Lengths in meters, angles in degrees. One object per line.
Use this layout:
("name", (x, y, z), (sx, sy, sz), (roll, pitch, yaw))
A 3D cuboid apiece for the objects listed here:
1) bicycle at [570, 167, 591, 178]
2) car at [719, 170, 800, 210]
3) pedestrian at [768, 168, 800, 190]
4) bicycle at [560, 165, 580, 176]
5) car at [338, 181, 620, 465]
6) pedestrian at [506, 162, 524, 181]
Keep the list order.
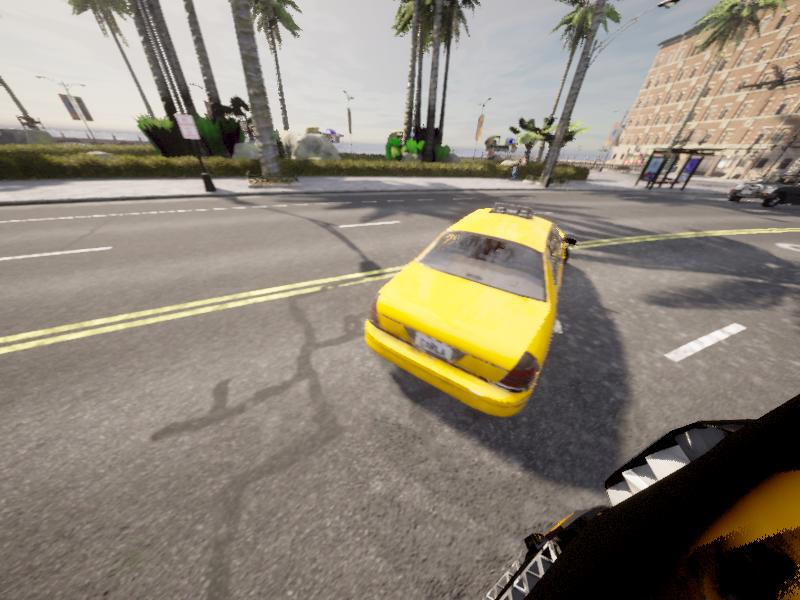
("bicycle", (19.575, -13.830, 25.065), (1.643, 1.024, 0.373), (3, 34, 0))
("car", (23.427, -6.725, 14.126), (4.605, 1.855, 1.932), (0, 34, -5))
("pedestrian", (37.739, -11.835, 22.586), (0.751, 1.860, 0.751), (-1, 34, -6))
("bicycle", (19.627, -14.940, 26.743), (1.643, 1.024, 0.373), (3, 34, 0))
("car", (1.676, -0.766, 3.798), (1.801, 1.575, 5.366), (22, 38, 25))
("pedestrian", (9.678, -10.814, 19.471), (0.751, 1.300, 0.751), (-8, 35, -16))
